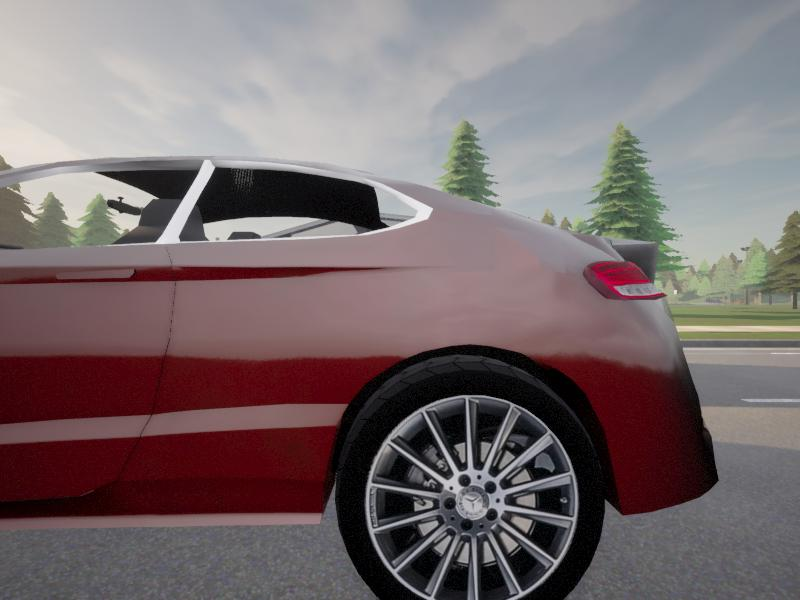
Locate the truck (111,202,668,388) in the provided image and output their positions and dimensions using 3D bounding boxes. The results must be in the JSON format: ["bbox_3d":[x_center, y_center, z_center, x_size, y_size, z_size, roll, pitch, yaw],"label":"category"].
[{"bbox_3d":[-0.117,-0.058,5.701,6.274,2.098,2.390,0,0,0],"label":"truck"}]

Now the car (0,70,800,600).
[{"bbox_3d":[-1.307,0.179,2.200,5.027,1.651,2.152,0,0,0],"label":"car"}]

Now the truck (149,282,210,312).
[{"bbox_3d":[-19.688,-0.263,36.076,2.627,2.467,5.204,0,0,1],"label":"truck"}]

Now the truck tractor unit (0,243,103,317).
[{"bbox_3d":[-23.309,-1.138,26.024,3.053,4.208,6.516,0,0,1],"label":"truck tractor unit"}]

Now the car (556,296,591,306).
[{"bbox_3d":[29.742,0.206,68.731,5.027,1.651,2.152,0,0,2],"label":"car"}]

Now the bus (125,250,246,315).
[{"bbox_3d":[-16.123,-1.149,31.550,3.944,4.253,10.273,0,0,1],"label":"bus"}]

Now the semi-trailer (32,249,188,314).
[{"bbox_3d":[-23.207,-1.240,33.942,2.717,4.402,14.254,0,0,1],"label":"semi-trailer"}]
